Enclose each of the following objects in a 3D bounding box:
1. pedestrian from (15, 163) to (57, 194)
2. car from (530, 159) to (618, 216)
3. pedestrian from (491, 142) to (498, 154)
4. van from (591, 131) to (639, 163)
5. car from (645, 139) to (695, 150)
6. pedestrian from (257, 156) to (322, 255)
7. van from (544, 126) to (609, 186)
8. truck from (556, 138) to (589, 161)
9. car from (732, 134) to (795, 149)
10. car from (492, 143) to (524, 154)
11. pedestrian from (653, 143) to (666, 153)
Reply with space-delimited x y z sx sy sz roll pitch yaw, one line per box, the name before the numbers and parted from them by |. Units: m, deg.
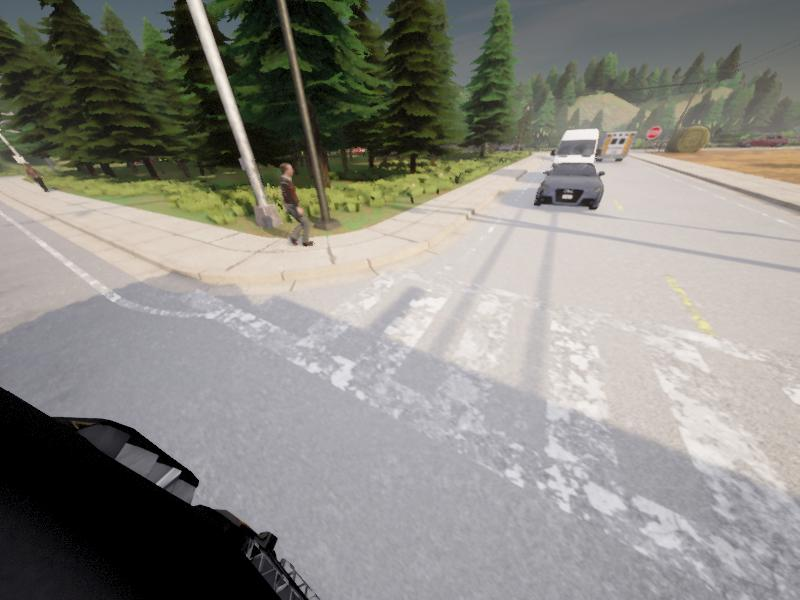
pedestrian | -25.383 -8.499 16.143 0.751 1.860 0.751 18 39 28
car | 6.687 -4.627 9.131 1.994 1.385 4.181 17 38 26
pedestrian | 17.744 -28.713 43.543 0.751 1.860 0.751 -2 34 1
van | 21.918 -15.840 23.940 2.351 2.431 6.366 17 38 26
car | 42.724 -24.662 36.734 4.718 1.301 1.895 19 39 29
pedestrian | -2.407 -2.082 5.127 0.751 1.860 0.751 -18 37 -22
van | 10.524 -8.796 14.057 1.988 2.561 5.915 17 38 26
truck | 20.411 -17.928 27.447 2.390 2.098 6.274 18 39 27
car | 50.457 -22.070 32.213 4.193 1.474 1.816 19 39 29
car | 21.216 -29.858 45.545 5.238 1.638 1.930 19 39 29
pedestrian | 32.256 -18.904 28.718 0.500 1.100 0.500 -4 34 -2
